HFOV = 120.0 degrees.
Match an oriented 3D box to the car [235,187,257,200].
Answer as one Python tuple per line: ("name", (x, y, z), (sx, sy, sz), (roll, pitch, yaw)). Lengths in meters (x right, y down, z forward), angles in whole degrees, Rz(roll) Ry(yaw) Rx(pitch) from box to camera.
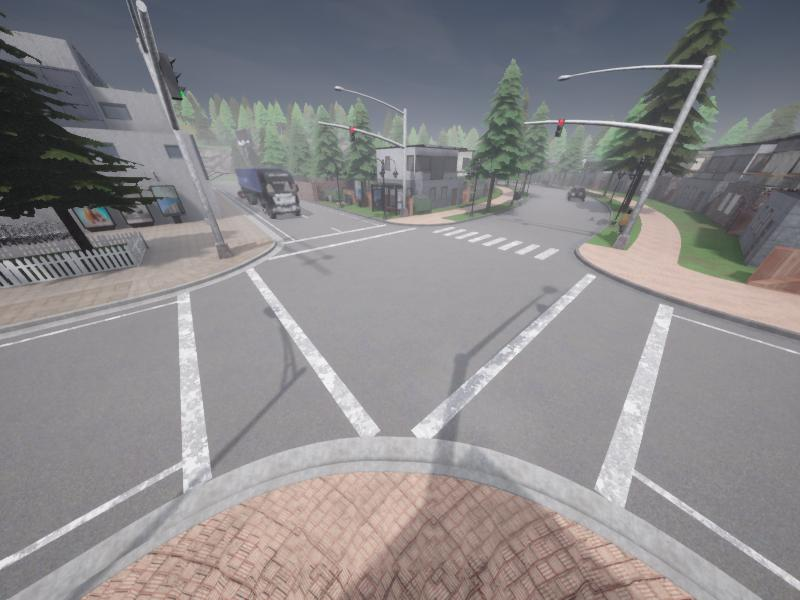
("car", (-23.752, -16.387, 35.580), (1.994, 1.385, 4.181), (-22, 37, -33))

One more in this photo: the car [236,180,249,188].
("car", (-38.358, -28.349, 56.225), (1.812, 1.442, 4.674), (-22, 36, -33))

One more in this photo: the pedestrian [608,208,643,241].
("pedestrian", (14.209, -4.771, 14.586), (0.751, 1.860, 0.751), (-13, 32, -21))

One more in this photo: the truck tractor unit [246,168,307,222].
("truck tractor unit", (-12.146, -10.491, 22.531), (3.053, 4.208, 6.516), (-21, 36, -32))

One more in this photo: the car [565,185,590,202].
("car", (25.827, -15.688, 33.821), (1.932, 1.855, 4.605), (15, 33, 24))

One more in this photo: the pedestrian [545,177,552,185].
("pedestrian", (37.896, -30.366, 58.920), (0.751, 1.860, 0.751), (1, 30, 2))

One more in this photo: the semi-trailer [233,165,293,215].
("semi-trailer", (-16.987, -13.714, 27.903), (2.717, 4.402, 14.254), (-21, 36, -32))
